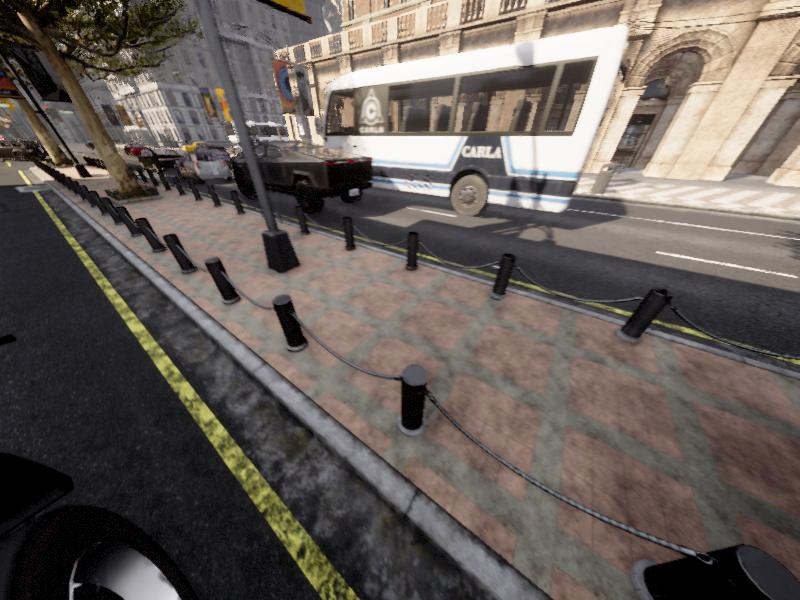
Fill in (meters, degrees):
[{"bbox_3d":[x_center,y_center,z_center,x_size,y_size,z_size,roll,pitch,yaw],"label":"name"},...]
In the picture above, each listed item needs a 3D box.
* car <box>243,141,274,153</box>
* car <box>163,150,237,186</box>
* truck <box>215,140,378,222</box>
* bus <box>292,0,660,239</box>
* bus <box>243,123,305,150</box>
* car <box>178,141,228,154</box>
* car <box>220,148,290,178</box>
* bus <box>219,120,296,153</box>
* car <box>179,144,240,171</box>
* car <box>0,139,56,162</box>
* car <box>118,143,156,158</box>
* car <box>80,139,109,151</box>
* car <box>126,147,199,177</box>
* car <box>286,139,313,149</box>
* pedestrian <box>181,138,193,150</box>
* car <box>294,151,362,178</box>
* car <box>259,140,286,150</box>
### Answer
[{"bbox_3d":[-23.317,-25.359,38.234,1.789,1.549,3.705,22,40,27],"label":"car"},{"bbox_3d":[-11.749,-7.871,13.605,3.633,1.501,1.845,22,41,28],"label":"car"},{"bbox_3d":[-4.099,-4.993,9.114,6.274,2.098,2.390,22,41,28],"label":"truck"},{"bbox_3d":[1.300,-6.046,8.793,10.273,4.253,3.944,22,41,28],"label":"bus"},{"bbox_3d":[-26.224,-34.585,48.935,3.944,4.253,10.273,22,41,28],"label":"bus"},{"bbox_3d":[-30.038,-23.455,35.447,1.801,1.575,5.366,24,42,30],"label":"car"},{"bbox_3d":[-10.221,-9.696,16.234,4.892,1.490,1.837,22,40,28],"label":"car"},{"bbox_3d":[-24.640,-29.036,41.091,3.944,4.253,10.273,22,40,27],"label":"bus"},{"bbox_3d":[-16.068,-12.128,19.505,4.856,1.649,2.033,22,41,28],"label":"car"},{"bbox_3d":[-38.726,-14.837,22.888,4.605,1.855,1.932,-9,36,-12],"label":"car"},{"bbox_3d":[-33.464,-19.091,29.414,4.181,1.385,1.994,22,41,28],"label":"car"},{"bbox_3d":[-54.419,-27.720,41.184,5.238,1.638,1.930,22,41,28],"label":"car"},{"bbox_3d":[-17.114,-10.043,16.642,4.902,1.511,2.128,22,41,28],"label":"car"},{"bbox_3d":[-21.776,-33.805,50.113,2.242,1.667,4.611,22,41,27],"label":"car"},{"bbox_3d":[-38.810,-28.447,42.136,0.751,1.860,0.751,23,41,28],"label":"pedestrian"},{"bbox_3d":[-5.231,-9.873,16.701,4.718,1.301,1.895,22,41,28],"label":"car"},{"bbox_3d":[-25.327,-30.829,45.916,1.851,1.617,3.988,22,41,27],"label":"car"}]
